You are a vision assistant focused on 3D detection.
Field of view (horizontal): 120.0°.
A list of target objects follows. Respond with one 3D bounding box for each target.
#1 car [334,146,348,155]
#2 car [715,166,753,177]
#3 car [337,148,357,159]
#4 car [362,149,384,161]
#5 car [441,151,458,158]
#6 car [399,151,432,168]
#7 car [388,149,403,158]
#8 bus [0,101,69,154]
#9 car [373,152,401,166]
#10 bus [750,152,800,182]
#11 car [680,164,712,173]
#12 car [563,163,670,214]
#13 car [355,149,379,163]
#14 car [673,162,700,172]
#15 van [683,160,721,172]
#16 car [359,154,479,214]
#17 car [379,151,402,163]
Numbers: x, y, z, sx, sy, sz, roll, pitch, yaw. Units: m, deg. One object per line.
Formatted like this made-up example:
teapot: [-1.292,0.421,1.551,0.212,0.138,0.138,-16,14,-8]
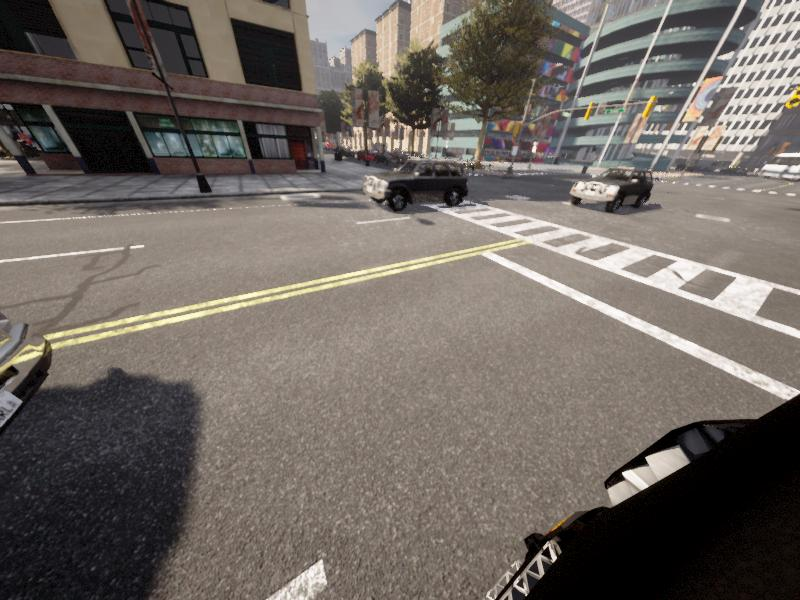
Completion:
car: [-13.912,-35.119,54.298,1.851,1.617,3.988,-16,38,-26]
car: [77.335,-29.865,53.632,2.152,1.651,5.027,9,34,10]
car: [-9.814,-27.115,42.664,1.837,1.490,4.892,-17,38,-27]
car: [-4.967,-26.241,41.702,2.128,1.511,4.902,-16,38,-26]
car: [14.081,-41.420,65.876,2.161,1.482,4.786,-16,38,-26]
car: [2.038,-19.390,31.783,2.242,1.667,4.611,-16,38,-26]
car: [-1.127,-35.118,55.348,1.845,1.501,3.633,-16,38,-26]
bus: [-41.975,-18.207,24.288,3.944,4.253,10.273,-16,38,-26]
car: [-1.894,-19.369,31.655,1.812,1.442,4.674,-16,38,-26]
bus: [71.432,-24.231,42.056,3.944,4.253,10.273,21,37,24]
car: [78.700,-35.048,61.542,2.152,1.651,5.027,1,34,-2]
car: [10.803,-5.649,11.586,4.605,1.855,1.932,-15,38,-26]
car: [-5.269,-22.691,36.322,2.007,1.525,4.514,-16,38,-26]
car: [75.191,-34.980,60.689,1.905,1.878,3.866,3,34,1]
van: [82.231,-36.649,63.098,1.988,2.561,5.915,1,34,-2]
car: [0.828,-5.059,9.927,4.605,1.855,1.932,-16,38,-26]
car: [-1.608,-22.857,36.996,1.994,1.385,4.181,-16,38,-26]
